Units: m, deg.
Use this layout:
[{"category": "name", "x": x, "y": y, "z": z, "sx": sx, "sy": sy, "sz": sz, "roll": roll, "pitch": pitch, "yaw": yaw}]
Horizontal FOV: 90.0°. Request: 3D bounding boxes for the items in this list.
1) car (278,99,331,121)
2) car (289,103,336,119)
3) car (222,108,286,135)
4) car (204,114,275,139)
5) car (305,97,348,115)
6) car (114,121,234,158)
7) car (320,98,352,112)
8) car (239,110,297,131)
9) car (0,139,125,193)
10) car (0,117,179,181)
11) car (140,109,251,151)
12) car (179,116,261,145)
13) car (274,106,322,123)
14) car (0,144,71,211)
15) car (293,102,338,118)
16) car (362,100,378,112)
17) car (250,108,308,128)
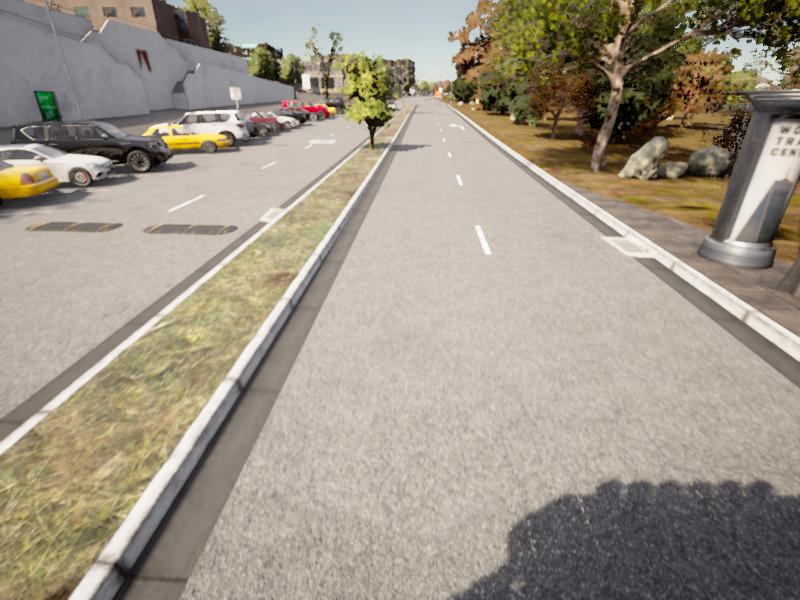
[{"category": "car", "x": -10.986, "y": -21.888, "z": 46.080, "sx": 5.566, "sy": 2.045, "sz": 2.435, "roll": -9, "pitch": 29, "yaw": -14}, {"category": "car", "x": -10.658, "y": -23.099, "z": 48.877, "sx": 5.366, "sy": 1.575, "sz": 1.946, "roll": -9, "pitch": 29, "yaw": -14}, {"category": "car", "x": -11.901, "y": -14.720, "z": 32.899, "sx": 4.553, "sy": 1.767, "sz": 2.185, "roll": -9, "pitch": 29, "yaw": -14}, {"category": "car", "x": -12.043, "y": -13.173, "z": 30.340, "sx": 4.674, "sy": 1.452, "sz": 2.002, "roll": -9, "pitch": 28, "yaw": -14}, {"category": "car", "x": -10.348, "y": -27.493, "z": 56.637, "sx": 5.566, "sy": 2.045, "sz": 2.435, "roll": -9, "pitch": 29, "yaw": -14}, {"category": "car", "x": -12.382, "y": -9.051, "z": 22.398, "sx": 5.366, "sy": 1.575, "sz": 1.946, "roll": -8, "pitch": 28, "yaw": -15}, {"category": "car", "x": -9.946, "y": -30.188, "z": 62.015, "sx": 4.553, "sy": 1.767, "sz": 2.185, "roll": -9, "pitch": 29, "yaw": -14}, {"category": "car", "x": -11.699, "y": -15.984, "z": 35.629, "sx": 4.674, "sy": 1.452, "sz": 2.002, "roll": -9, "pitch": 29, "yaw": -14}, {"category": "car", "x": -13.078, "y": -4.840, "z": 14.389, "sx": 4.674, "sy": 1.452, "sz": 2.002, "roll": -8, "pitch": 28, "yaw": -15}, {"category": "car", "x": -12.877, "y": -6.481, "z": 16.932, "sx": 5.566, "sy": 2.045, "sz": 2.435, "roll": -8, "pitch": 28, "yaw": -14}, {"category": "car", "x": -12.414, "y": -10.630, "z": 24.883, "sx": 5.566, "sy": 2.045, "sz": 2.435, "roll": -8, "pitch": 29, "yaw": -14}, {"category": "car", "x": -12.239, "y": -11.776, "z": 27.664, "sx": 4.792, "sy": 1.488, "sz": 2.163, "roll": -9, "pitch": 29, "yaw": -14}, {"category": "car", "x": -11.153, "y": -20.230, "z": 43.565, "sx": 4.792, "sy": 1.488, "sz": 2.163, "roll": -9, "pitch": 29, "yaw": -14}, {"category": "car", "x": -13.421, "y": -3.474, "z": 11.652, "sx": 5.366, "sy": 1.575, "sz": 1.946, "roll": -8, "pitch": 28, "yaw": -15}, {"category": "car", "x": -10.841, "y": -24.447, "z": 51.424, "sx": 5.366, "sy": 1.575, "sz": 1.946, "roll": -9, "pitch": 29, "yaw": -14}, {"category": "car", "x": -4.773, "y": -31.072, "z": 64.008, "sx": 1.837, "sy": 1.490, "sz": 4.892, "roll": 2, "pitch": 28, "yaw": 3}, {"category": "car", "x": -11.517, "y": -17.428, "z": 38.253, "sx": 5.008, "sy": 1.535, "sz": 2.097, "roll": -9, "pitch": 29, "yaw": -14}]
